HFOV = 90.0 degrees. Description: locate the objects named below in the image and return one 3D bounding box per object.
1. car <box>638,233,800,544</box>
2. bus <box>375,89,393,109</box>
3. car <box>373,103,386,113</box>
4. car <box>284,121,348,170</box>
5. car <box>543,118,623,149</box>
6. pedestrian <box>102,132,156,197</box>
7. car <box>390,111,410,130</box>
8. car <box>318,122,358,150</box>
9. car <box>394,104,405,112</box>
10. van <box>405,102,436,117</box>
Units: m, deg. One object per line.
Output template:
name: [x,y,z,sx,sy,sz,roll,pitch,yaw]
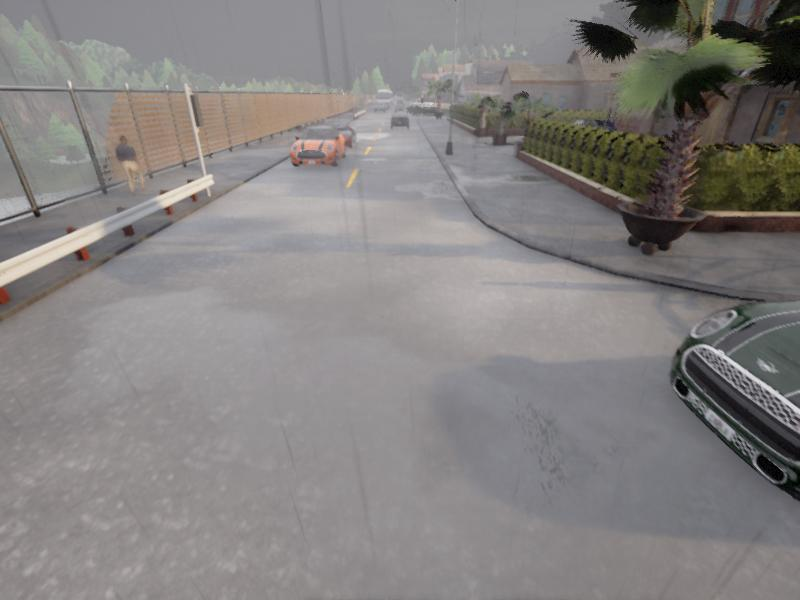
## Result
car: [5.217,0.543,3.641,4.553,1.767,2.097,-2,27,-4]
bus: [-3.886,-50.627,100.820,3.944,4.253,10.273,0,27,0]
car: [-3.993,-37.682,78.438,2.152,1.651,5.027,1,27,1]
car: [-3.970,-7.752,19.809,2.097,1.767,4.553,0,27,0]
car: [10.556,-9.723,23.316,3.633,1.501,1.845,-1,27,-3]
pedestrian: [-8.520,-4.281,12.663,0.751,1.860,0.751,-5,28,-10]
car: [-0.007,-18.424,40.942,1.882,1.535,5.008,0,27,0]
car: [-4.009,-10.907,26.436,1.994,1.385,4.181,0,27,0]
car: [-0.061,-38.952,81.180,2.033,1.411,5.357,0,27,1]
van: [3.247,-30.226,63.450,4.480,2.038,2.069,8,29,15]
